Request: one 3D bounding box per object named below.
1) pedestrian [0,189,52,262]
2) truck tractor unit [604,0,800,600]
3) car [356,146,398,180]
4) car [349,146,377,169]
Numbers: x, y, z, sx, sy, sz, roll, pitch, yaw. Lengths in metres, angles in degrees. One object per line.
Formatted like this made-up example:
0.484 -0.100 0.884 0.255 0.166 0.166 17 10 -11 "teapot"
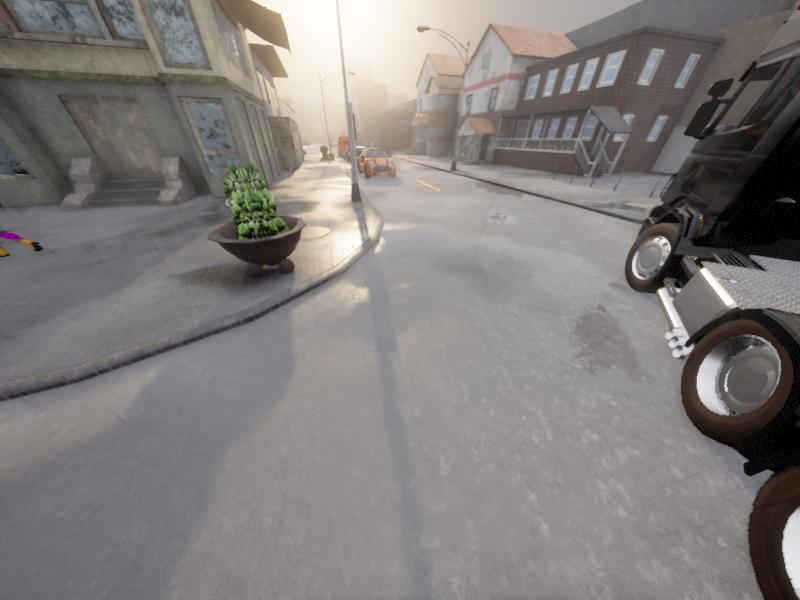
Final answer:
-8.522 -1.763 4.578 0.751 1.860 0.751 -9 36 -14 "pedestrian"
4.444 -0.697 1.329 3.053 4.208 6.516 20 40 25 "truck tractor unit"
-1.740 -10.037 16.702 2.097 1.767 4.553 -9 36 -13 "car"
-3.559 -13.600 21.926 1.851 1.617 3.988 -9 36 -13 "car"
